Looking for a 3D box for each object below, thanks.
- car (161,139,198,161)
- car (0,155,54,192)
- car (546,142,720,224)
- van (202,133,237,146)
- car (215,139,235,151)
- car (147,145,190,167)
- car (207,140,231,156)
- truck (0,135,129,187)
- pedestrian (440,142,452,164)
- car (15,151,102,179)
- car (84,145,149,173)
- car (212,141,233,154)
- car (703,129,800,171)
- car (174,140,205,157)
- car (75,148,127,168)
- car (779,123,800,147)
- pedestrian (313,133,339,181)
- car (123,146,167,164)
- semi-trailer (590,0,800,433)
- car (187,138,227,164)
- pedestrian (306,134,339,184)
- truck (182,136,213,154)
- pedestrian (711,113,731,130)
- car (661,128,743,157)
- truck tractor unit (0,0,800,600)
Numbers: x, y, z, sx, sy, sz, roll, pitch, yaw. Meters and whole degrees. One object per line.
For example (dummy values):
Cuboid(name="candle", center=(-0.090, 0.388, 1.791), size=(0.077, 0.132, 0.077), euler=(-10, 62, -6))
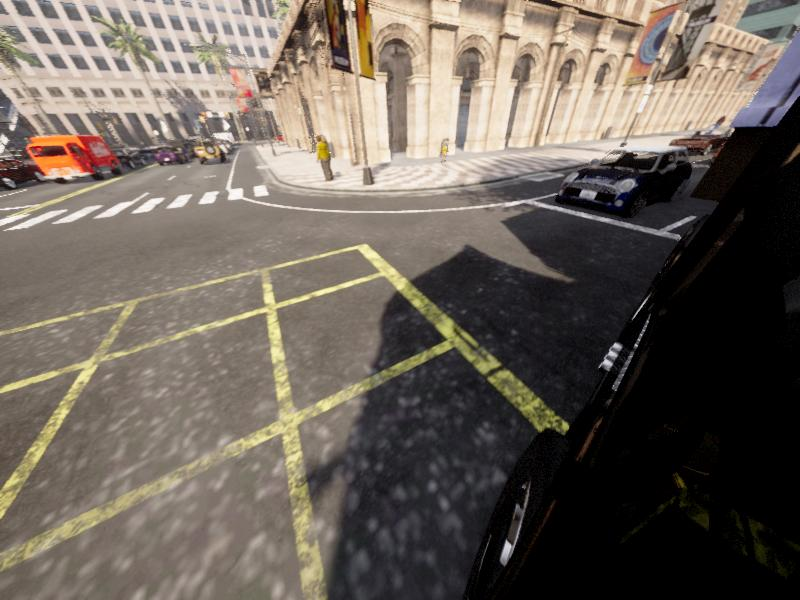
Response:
Cuboid(name="car", center=(-25.200, -17.309, 26.593), size=(1.905, 1.878, 3.866), euler=(-20, 40, -21))
Cuboid(name="car", center=(-24.526, -7.708, 14.105), size=(1.837, 1.490, 4.892), euler=(-20, 40, -22))
Cuboid(name="car", center=(6.691, -3.605, 6.805), size=(3.806, 1.475, 1.970), euler=(-20, 40, -21))
Cuboid(name="van", center=(-45.848, -41.012, 58.913), size=(6.366, 2.431, 2.351), euler=(-19, 40, -21))
Cuboid(name="car", center=(-30.106, -26.767, 39.886), size=(2.033, 1.411, 5.357), euler=(-19, 40, -21))
Cuboid(name="car", center=(-22.349, -14.088, 22.483), size=(1.816, 1.474, 4.193), euler=(-20, 40, -21))
Cuboid(name="car", center=(-23.754, -20.012, 30.406), size=(1.845, 1.501, 3.633), euler=(-20, 40, -21))
Cuboid(name="truck", center=(-21.828, -9.557, 15.593), size=(2.627, 2.467, 5.204), euler=(-20, 40, -22))
Cuboid(name="pedestrian", center=(2.888, -9.341, 14.684), size=(0.500, 1.100, 0.500), euler=(-10, 38, -10))
Cuboid(name="car", center=(-28.091, -11.421, 19.342), size=(2.033, 1.411, 5.357), euler=(-20, 40, -22))
Cuboid(name="car", center=(-25.238, -12.845, 20.862), size=(1.930, 1.638, 5.238), euler=(-20, 40, -21))
Cuboid(name="car", center=(-26.618, -23.003, 34.752), size=(1.895, 1.301, 4.718), euler=(-20, 40, -21))
Cuboid(name="car", center=(17.828, -7.558, 11.494), size=(4.181, 1.385, 1.994), euler=(-20, 40, -21))
Cuboid(name="car", center=(-28.483, -20.698, 31.507), size=(1.930, 1.638, 5.238), euler=(-19, 40, -21))
Cuboid(name="car", center=(-31.658, -15.244, 24.664), size=(1.994, 1.385, 4.181), euler=(-20, 40, -22))
Cuboid(name="car", center=(30.309, -12.038, 16.716), size=(4.181, 1.385, 1.994), euler=(-20, 40, -21))
Cuboid(name="pedestrian", center=(-3.530, -6.844, 11.109), size=(0.751, 1.860, 0.751), euler=(-14, 38, -15))
Cuboid(name="car", center=(-28.784, -16.571, 26.260), size=(1.994, 1.385, 4.181), euler=(-19, 40, -20))
Cuboid(name="semi-trailer", center=(9.226, -3.176, 3.631), size=(14.254, 4.402, 2.717), euler=(-22, 41, -23))
Cuboid(name="car", center=(-18.258, -14.269, 22.126), size=(1.932, 1.855, 4.605), euler=(-21, 38, -23))
Cuboid(name="pedestrian", center=(-3.519, -6.447, 10.581), size=(0.751, 1.860, 0.751), euler=(-31, 46, -33))
Cuboid(name="truck", center=(-32.392, -25.087, 37.200), size=(2.390, 2.098, 6.274), euler=(-19, 40, -21))
Cuboid(name="pedestrian", center=(44.291, -24.610, 31.914), size=(0.751, 1.860, 0.751), euler=(-22, 41, -24))
Cuboid(name="car", center=(20.161, -10.598, 15.454), size=(4.718, 1.301, 1.895), euler=(-20, 40, -22))
Cuboid(name="truck tractor unit", center=(2.645, -0.295, 0.351), size=(6.516, 4.208, 3.053), euler=(-28, 44, -30))
